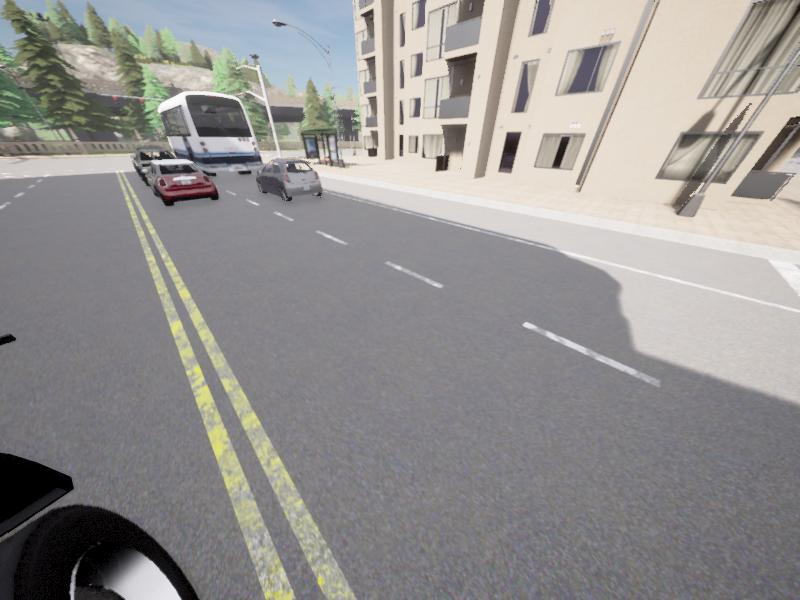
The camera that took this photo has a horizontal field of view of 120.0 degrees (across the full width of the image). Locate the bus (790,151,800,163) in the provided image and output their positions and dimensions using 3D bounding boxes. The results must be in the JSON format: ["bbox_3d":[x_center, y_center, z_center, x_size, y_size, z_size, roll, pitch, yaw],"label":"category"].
[{"bbox_3d":[52.632,-17.097,25.481,3.944,4.253,10.273,15,37,17],"label":"bus"}]

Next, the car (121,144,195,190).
[{"bbox_3d":[-13.939,-7.786,13.286,4.605,1.855,1.932,29,44,34],"label":"car"}]

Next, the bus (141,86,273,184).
[{"bbox_3d":[-13.793,-11.357,16.336,10.273,4.253,3.944,29,44,34],"label":"bus"}]

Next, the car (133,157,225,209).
[{"bbox_3d":[-9.592,-5.211,10.009,3.806,1.475,1.970,29,44,34],"label":"car"}]

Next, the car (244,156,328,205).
[{"bbox_3d":[-5.224,-5.597,10.579,3.633,1.501,1.845,29,44,34],"label":"car"}]
